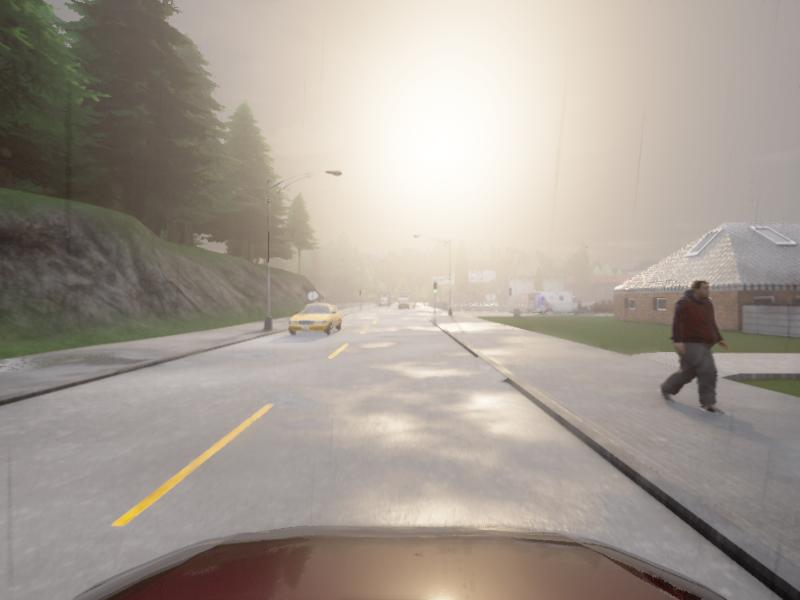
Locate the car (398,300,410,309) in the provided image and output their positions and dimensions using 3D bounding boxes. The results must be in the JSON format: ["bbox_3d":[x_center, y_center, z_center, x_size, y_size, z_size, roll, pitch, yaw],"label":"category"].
[{"bbox_3d":[0.669,0.834,72.431,2.038,1.542,4.974,0,0,-1],"label":"car"}]

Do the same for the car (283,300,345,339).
[{"bbox_3d":[-3.904,0.804,19.166,1.801,1.575,5.366,0,0,0],"label":"car"}]

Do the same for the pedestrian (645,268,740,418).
[{"bbox_3d":[3.948,0.534,5.429,0.751,1.860,0.751,0,0,-20],"label":"pedestrian"}]

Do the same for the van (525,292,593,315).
[{"bbox_3d":[17.101,0.384,43.270,6.366,2.431,2.351,0,0,0],"label":"van"}]

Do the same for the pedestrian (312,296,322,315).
[{"bbox_3d":[-7.961,0.538,38.421,0.751,1.860,0.751,0,0,2],"label":"pedestrian"}]

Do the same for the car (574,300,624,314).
[{"bbox_3d":[23.453,0.830,47.280,5.008,1.535,1.882,0,0,1],"label":"car"}]

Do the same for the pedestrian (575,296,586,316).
[{"bbox_3d":[17.215,0.540,38.207,0.751,1.860,0.751,0,0,2],"label":"pedestrian"}]

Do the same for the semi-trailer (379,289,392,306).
[{"bbox_3d":[-3.692,-0.602,106.326,2.717,4.402,14.254,0,0,1],"label":"semi-trailer"}]

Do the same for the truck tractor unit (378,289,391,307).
[{"bbox_3d":[-3.746,-0.508,98.415,3.053,4.208,6.516,0,0,0],"label":"truck tractor unit"}]
